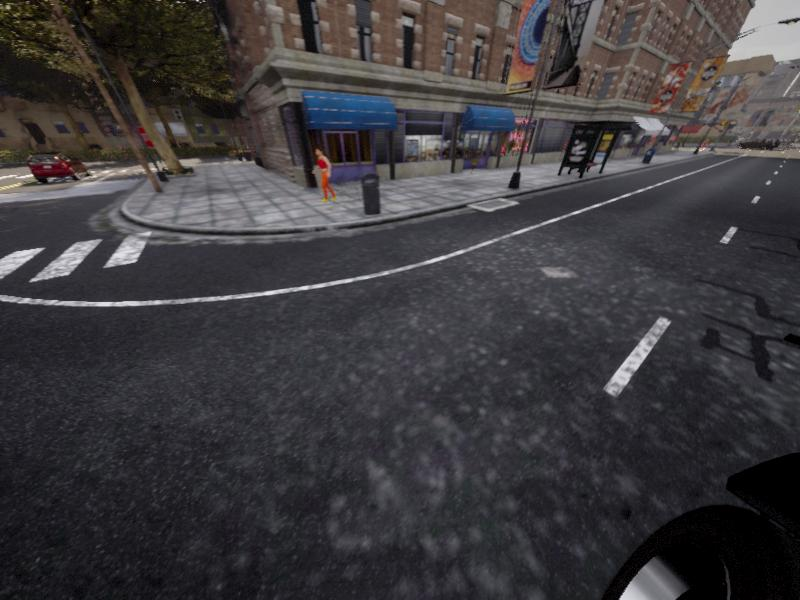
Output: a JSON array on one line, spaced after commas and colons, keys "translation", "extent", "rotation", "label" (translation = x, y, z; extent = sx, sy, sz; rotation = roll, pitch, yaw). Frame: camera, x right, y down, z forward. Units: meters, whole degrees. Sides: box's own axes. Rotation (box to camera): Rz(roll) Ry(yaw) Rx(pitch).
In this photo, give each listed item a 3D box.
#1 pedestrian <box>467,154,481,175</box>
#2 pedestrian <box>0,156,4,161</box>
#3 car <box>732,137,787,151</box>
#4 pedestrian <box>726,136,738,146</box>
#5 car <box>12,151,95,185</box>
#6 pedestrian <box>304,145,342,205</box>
[{"translation": [4.936, -9.054, 15.432], "extent": [0.500, 1.100, 0.500], "rotation": [-20, 40, -26], "label": "pedestrian"}, {"translation": [-47.227, -17.009, 26.507], "extent": [0.751, 1.860, 0.751], "rotation": [-23, 41, -28], "label": "pedestrian"}, {"translation": [63.135, -27.541, 40.754], "extent": [1.932, 1.855, 4.605], "rotation": [-11, 37, -16], "label": "car"}, {"translation": [75.420, -36.108, 52.487], "extent": [0.751, 1.860, 0.751], "rotation": [-23, 41, -29], "label": "pedestrian"}, {"translation": [-22.556, -8.838, 15.282], "extent": [1.789, 1.549, 3.705], "rotation": [-23, 41, -29], "label": "car"}, {"translation": [-2.826, -4.646, 8.596], "extent": [0.751, 1.860, 0.751], "rotation": [-27, 43, -32], "label": "pedestrian"}]
